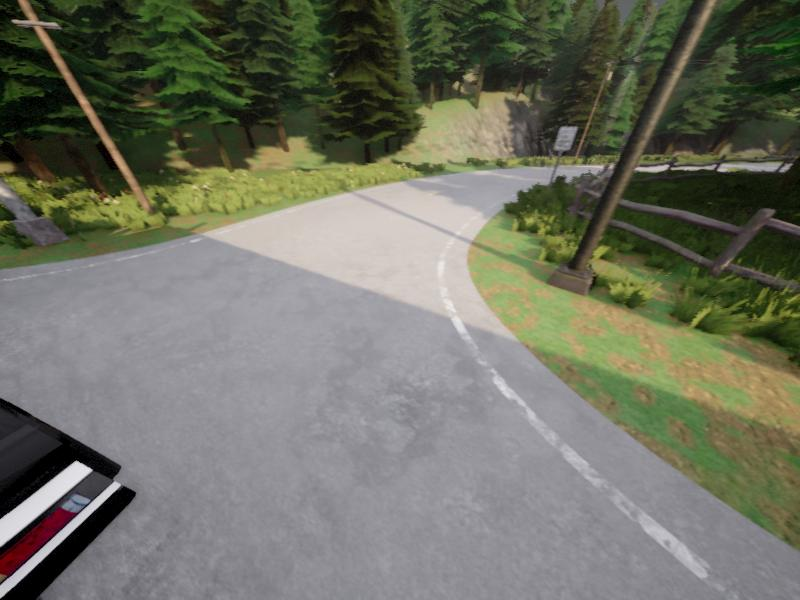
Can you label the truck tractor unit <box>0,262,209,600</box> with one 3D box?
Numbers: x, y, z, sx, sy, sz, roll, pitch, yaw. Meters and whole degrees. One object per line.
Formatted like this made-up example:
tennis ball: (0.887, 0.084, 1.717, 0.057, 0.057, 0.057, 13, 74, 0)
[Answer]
truck tractor unit: (-5.282, -0.076, 0.465, 6.516, 4.208, 3.053, 10, 36, 14)
